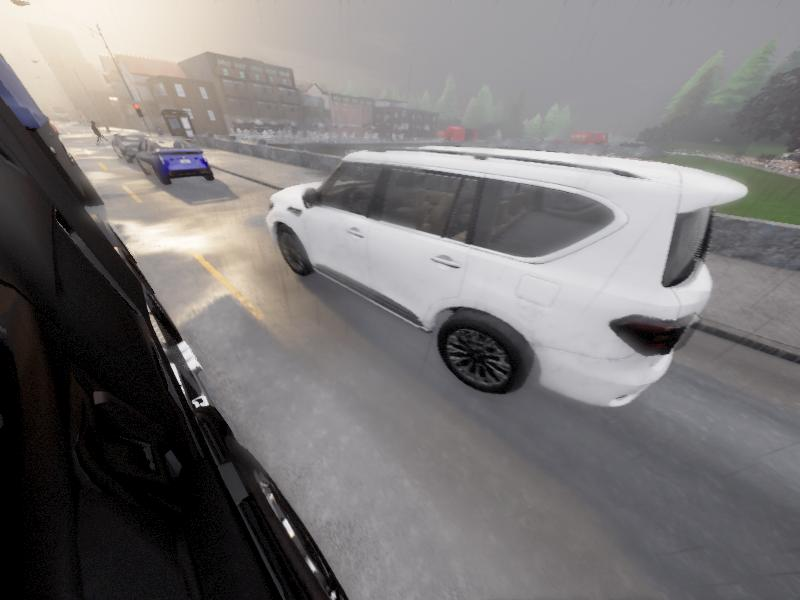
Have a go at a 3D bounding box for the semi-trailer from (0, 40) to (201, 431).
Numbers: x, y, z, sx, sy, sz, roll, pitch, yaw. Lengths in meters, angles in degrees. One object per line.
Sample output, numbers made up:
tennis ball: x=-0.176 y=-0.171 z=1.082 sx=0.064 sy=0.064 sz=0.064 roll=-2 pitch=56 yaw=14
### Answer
semi-trailer: x=-8.701 y=-3.587 z=4.249 sx=14.254 sy=4.402 sz=2.717 roll=28 pitch=43 yaw=30

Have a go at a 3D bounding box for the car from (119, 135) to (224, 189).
car: x=-10.026 y=-6.205 z=10.143 sx=4.514 sy=1.525 sz=2.007 roll=28 pitch=43 yaw=30

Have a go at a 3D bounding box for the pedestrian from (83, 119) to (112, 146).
pedestrian: x=-26.518 y=-14.702 z=20.279 sx=0.751 sy=1.860 sz=0.751 roll=26 pitch=42 yaw=28

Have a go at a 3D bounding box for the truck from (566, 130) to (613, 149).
truck: x=49.920 y=-42.472 z=61.053 sx=8.468 sy=3.827 sz=2.891 roll=28 pitch=43 yaw=30

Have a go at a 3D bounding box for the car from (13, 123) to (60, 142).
car: x=-34.675 y=-16.060 z=22.113 sx=4.718 sy=1.301 sz=1.895 roll=28 pitch=43 yaw=30

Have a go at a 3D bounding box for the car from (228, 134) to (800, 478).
car: x=0.251 y=-0.992 z=3.297 sx=5.566 sy=2.045 sz=2.150 roll=27 pitch=43 yaw=30

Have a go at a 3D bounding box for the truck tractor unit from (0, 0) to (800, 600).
truck tractor unit: x=-2.645 y=-0.295 z=0.351 sx=6.516 sy=4.208 sz=3.053 roll=28 pitch=44 yaw=30

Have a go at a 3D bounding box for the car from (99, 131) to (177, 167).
car: x=-16.023 y=-9.318 z=14.087 sx=5.357 sy=1.411 sz=2.033 roll=28 pitch=43 yaw=30

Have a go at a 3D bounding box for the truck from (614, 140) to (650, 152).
truck: x=59.581 y=-39.754 z=59.442 sx=6.274 sy=2.098 sz=2.390 roll=28 pitch=43 yaw=30
